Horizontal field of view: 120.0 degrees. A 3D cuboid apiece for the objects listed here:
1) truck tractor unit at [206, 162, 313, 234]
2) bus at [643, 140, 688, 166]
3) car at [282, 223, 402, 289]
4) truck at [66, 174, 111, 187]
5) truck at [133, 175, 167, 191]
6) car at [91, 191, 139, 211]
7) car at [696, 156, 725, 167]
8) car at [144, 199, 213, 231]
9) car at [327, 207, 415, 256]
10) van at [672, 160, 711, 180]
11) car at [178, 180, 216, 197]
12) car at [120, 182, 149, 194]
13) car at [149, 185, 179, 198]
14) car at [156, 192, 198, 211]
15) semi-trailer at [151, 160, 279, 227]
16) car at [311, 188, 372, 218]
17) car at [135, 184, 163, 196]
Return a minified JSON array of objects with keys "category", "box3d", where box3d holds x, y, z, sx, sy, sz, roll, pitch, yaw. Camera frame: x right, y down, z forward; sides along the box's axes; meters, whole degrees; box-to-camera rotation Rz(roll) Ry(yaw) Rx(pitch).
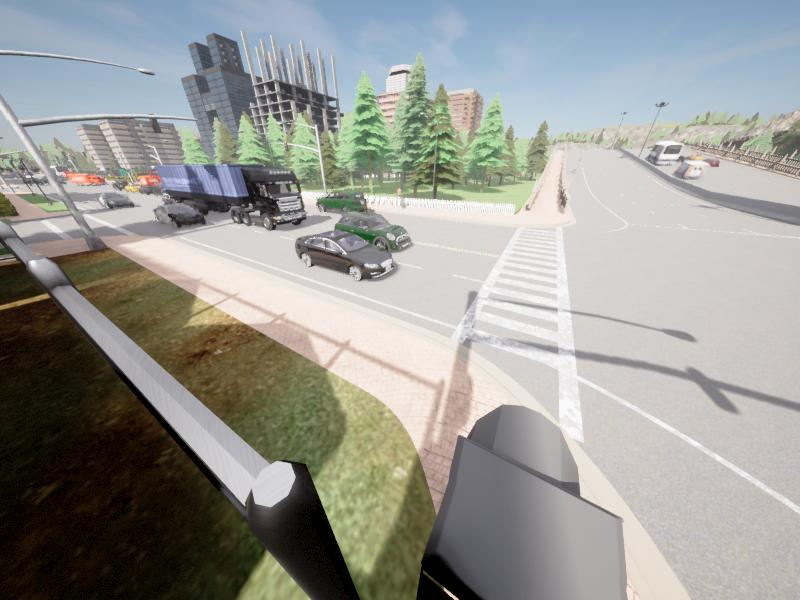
[{"category":"truck tractor unit","box3d":[-10.323,-7.770,17.251,6.516,4.208,3.053,17,34,27]},{"category":"bus","box3d":[63.182,-35.321,55.432,3.944,4.253,10.273,16,41,26]},{"category":"car","box3d":[-2.551,-2.155,10.227,4.902,1.511,2.128,17,34,27]},{"category":"truck","box3d":[-72.119,-27.750,53.596,5.204,2.467,2.627,-5,30,-8]},{"category":"truck","box3d":[-49.132,-23.022,45.411,5.204,2.467,2.627,17,34,27]},{"category":"car","box3d":[-31.845,-11.154,25.793,4.974,1.542,2.038,17,34,27]},{"category":"car","box3d":[67.172,-29.972,50.068,2.163,1.488,4.792,16,41,26]},{"category":"car","box3d":[-17.311,-6.742,18.042,5.238,1.638,1.930,17,34,27]},{"category":"car","box3d":[-1.649,-4.057,13.237,4.553,1.767,2.097,17,34,27]},{"category":"van","box3d":[53.781,-24.207,42.823,2.351,2.431,6.366,16,41,26]},{"category":"car","box3d":[-31.949,-17.567,36.387,5.566,2.045,2.150,17,34,27]},{"category":"car","box3d":[-47.118,-19.966,41.007,5.366,1.575,1.801,17,34,27]},{"category":"car","box3d":[-35.779,-16.477,34.990,3.705,1.549,1.789,17,34,27]},{"category":"car","box3d":[-24.625,-10.963,25.541,3.806,1.475,1.970,17,34,28]},{"category":"semi-trailer","box3d":[-17.030,-9.958,20.835,14.254,4.402,2.717,18,34,27]},{"category":"car","box3d":[-5.685,-9.506,22.424,5.566,2.045,2.150,18,34,28]},{"category":"car","box3d":[-41.167,-18.094,37.870,4.193,1.474,1.816,17,34,27]}]
